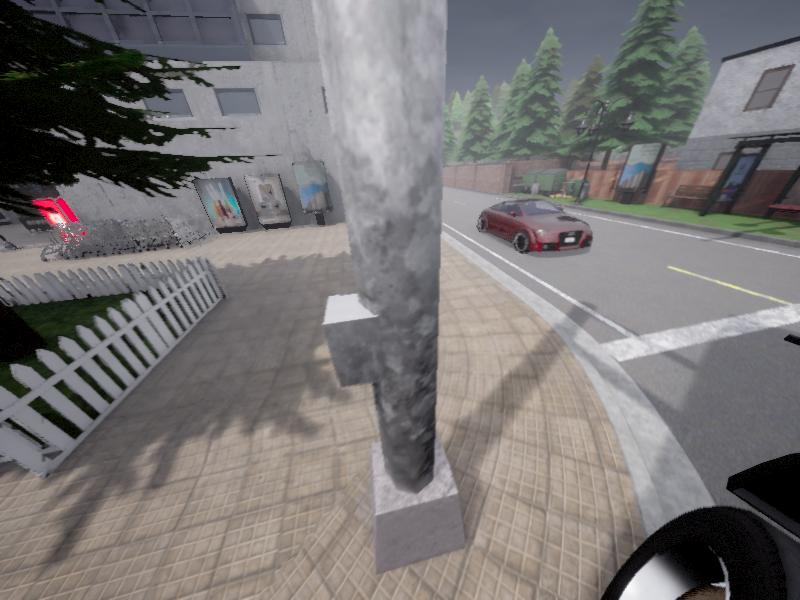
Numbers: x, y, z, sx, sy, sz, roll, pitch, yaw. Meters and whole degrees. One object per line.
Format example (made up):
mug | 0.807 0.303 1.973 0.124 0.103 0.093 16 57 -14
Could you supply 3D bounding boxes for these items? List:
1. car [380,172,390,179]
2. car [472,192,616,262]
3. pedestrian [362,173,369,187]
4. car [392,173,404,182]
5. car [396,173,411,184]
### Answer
car | -4.768 -38.580 71.455 2.242 1.667 4.611 -9 30 -10
car | 4.491 -2.827 8.220 1.994 1.385 4.181 -8 30 -7
pedestrian | -5.730 -19.854 38.211 0.751 1.860 0.751 -8 30 -9
car | -0.471 -26.709 50.291 1.789 1.549 3.705 -8 30 -7
car | 0.645 -23.594 44.755 2.007 1.525 4.514 -8 30 -7
